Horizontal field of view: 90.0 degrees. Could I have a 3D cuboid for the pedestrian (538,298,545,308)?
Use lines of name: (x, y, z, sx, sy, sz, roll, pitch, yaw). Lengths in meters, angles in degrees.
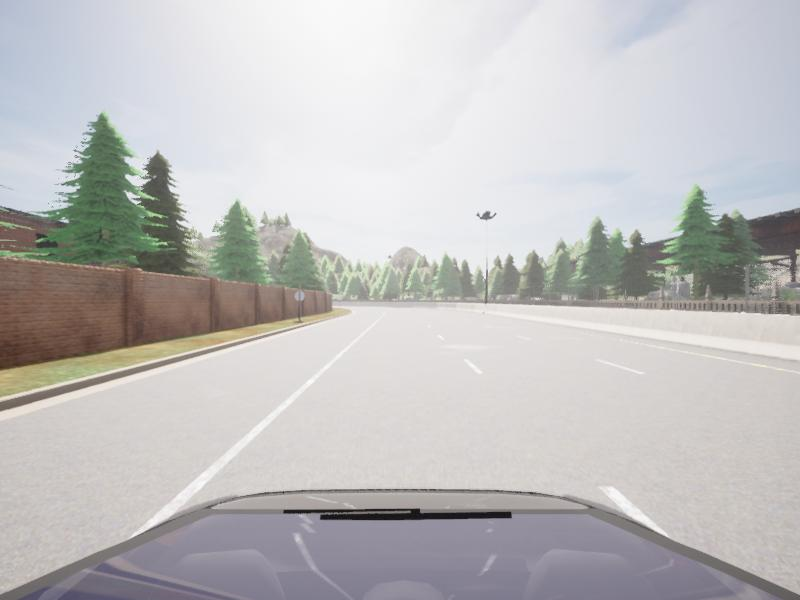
pedestrian: (25.091, 0.514, 70.996, 0.751, 1.860, 0.751, 0, 0, -17)
